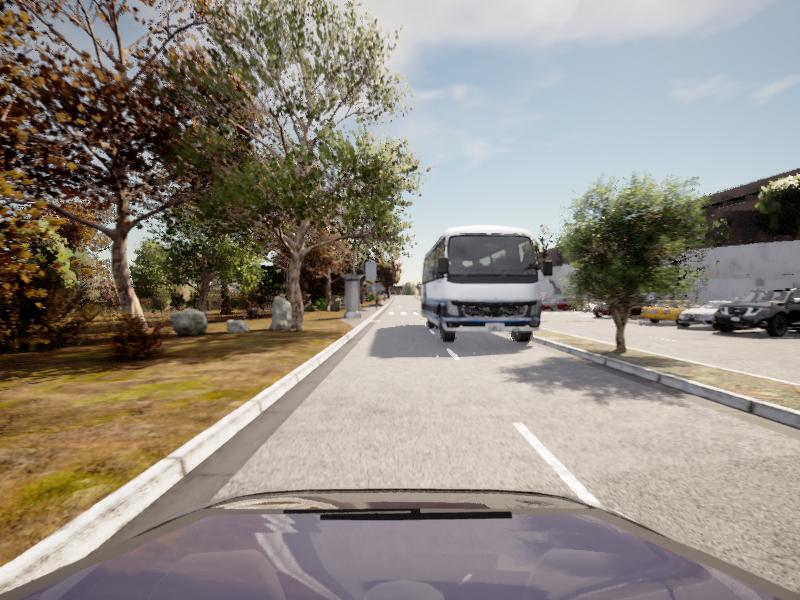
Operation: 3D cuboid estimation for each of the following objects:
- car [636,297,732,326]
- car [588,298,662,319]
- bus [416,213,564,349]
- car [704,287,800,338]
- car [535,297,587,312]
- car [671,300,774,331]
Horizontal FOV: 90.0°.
[{"bbox_3d":[17.013,0.670,23.986,5.366,1.575,1.946,1,0,-20],"label":"car"},{"bbox_3d":[16.820,0.619,29.909,4.792,1.488,2.163,1,1,-20],"label":"car"},{"bbox_3d":[3.021,-0.626,17.649,3.944,4.253,10.273,0,0,-2],"label":"bus"},{"bbox_3d":[16.814,0.493,17.891,5.566,2.045,2.435,1,1,-20],"label":"car"},{"bbox_3d":[16.828,0.449,41.914,4.792,1.488,2.163,0,1,-20],"label":"car"},{"bbox_3d":[16.843,0.748,20.913,4.674,1.452,2.002,1,1,-20],"label":"car"}]
